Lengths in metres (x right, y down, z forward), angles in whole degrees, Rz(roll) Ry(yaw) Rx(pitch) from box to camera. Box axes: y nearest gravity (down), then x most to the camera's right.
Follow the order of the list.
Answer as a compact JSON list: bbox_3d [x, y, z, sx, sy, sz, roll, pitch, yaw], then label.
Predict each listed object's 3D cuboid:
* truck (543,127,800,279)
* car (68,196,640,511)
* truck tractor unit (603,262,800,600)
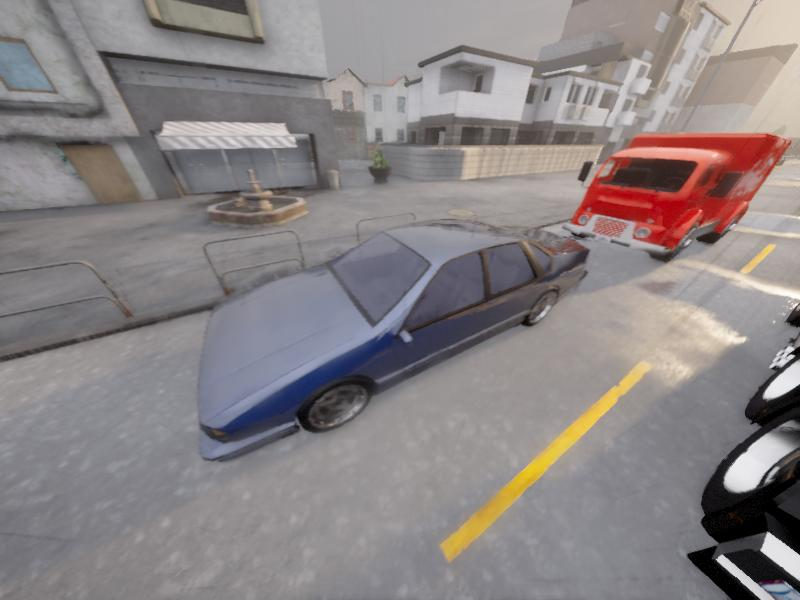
[{"bbox_3d":[6.989,-2.806,6.011,5.204,2.467,2.627,-17,39,-25],"label":"truck"},{"bbox_3d":[0.454,-0.247,3.174,5.357,1.411,2.033,-18,39,-25],"label":"car"},{"bbox_3d":[5.113,-0.295,0.804,6.516,4.208,3.053,-18,39,-25],"label":"truck tractor unit"}]
